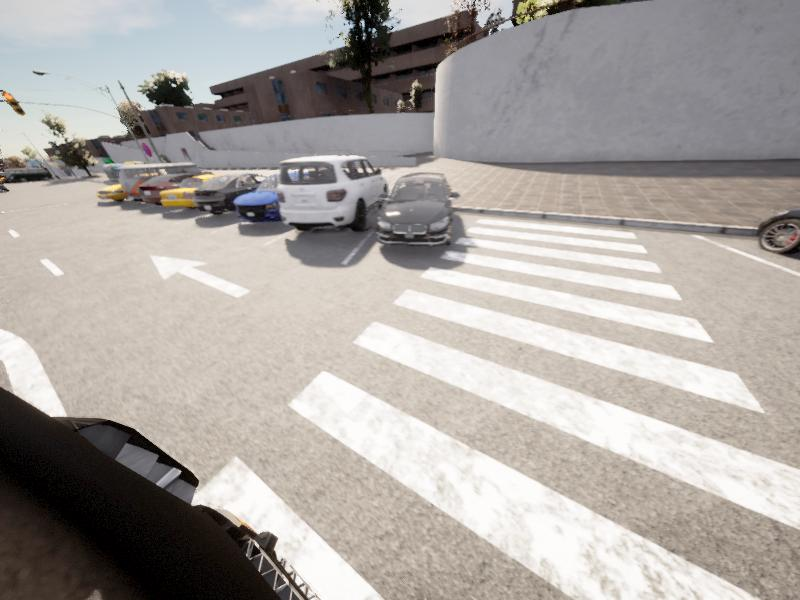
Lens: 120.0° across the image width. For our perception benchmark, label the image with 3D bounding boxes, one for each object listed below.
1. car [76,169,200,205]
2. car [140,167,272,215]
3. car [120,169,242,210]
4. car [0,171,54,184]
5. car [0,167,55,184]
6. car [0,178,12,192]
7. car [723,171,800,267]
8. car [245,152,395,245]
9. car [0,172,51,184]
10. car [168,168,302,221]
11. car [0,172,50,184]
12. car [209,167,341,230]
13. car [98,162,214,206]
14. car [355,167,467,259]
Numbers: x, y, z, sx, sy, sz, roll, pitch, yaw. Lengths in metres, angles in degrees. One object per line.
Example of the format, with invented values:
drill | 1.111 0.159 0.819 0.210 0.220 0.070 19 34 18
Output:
car | -17.470 -7.962 15.983 1.946 1.575 5.366 4 33 10
car | -9.674 -5.983 12.358 1.946 1.575 5.366 3 33 10
car | -12.280 -6.597 13.557 2.163 1.488 4.792 3 33 10
car | -65.220 -21.479 40.443 2.002 1.452 4.674 2 33 11
car | -62.677 -20.975 38.859 1.878 1.987 4.442 3 33 10
car | -43.953 -12.375 24.643 3.633 1.501 1.845 17 39 25
car | 8.345 -0.712 3.084 2.002 1.452 4.674 4 33 10
car | -1.978 -3.919 8.169 2.435 2.045 5.566 4 33 10
car | -67.784 -22.149 41.793 2.002 1.452 4.674 3 33 10
car | -7.129 -5.147 10.893 2.231 1.521 4.892 3 33 10
car | -70.390 -22.752 42.962 1.946 1.575 5.366 3 33 10
car | -4.542 -4.424 9.591 2.097 1.535 5.008 4 33 9
car | -14.888 -7.459 14.608 1.878 1.987 4.442 4 33 10
car | 0.619 -2.960 6.981 2.231 1.521 4.892 4 33 9
